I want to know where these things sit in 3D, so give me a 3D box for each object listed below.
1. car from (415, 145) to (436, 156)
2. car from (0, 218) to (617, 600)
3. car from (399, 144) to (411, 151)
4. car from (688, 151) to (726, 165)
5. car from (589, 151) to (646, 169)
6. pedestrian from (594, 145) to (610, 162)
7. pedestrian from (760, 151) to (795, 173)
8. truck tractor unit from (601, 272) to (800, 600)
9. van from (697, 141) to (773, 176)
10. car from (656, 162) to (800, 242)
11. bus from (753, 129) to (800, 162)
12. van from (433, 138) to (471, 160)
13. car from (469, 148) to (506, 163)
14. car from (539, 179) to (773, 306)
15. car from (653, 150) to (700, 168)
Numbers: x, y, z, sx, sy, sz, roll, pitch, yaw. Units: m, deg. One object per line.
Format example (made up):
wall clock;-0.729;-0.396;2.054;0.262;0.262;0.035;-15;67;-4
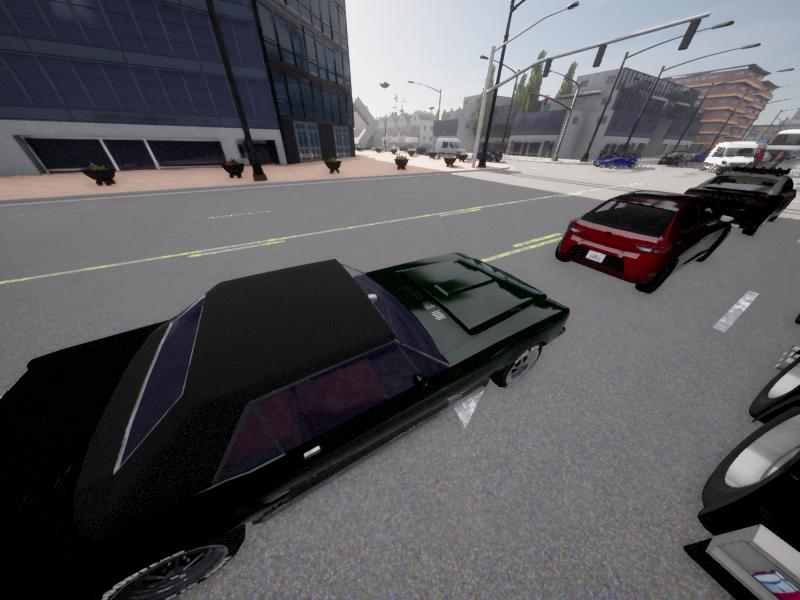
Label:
car;4.438;-26.086;40.338;1.845;1.501;3.633;-17;39;-25
car;-0.486;0.414;2.264;4.718;1.301;1.895;-18;39;-24
car;1.322;-39.627;60.107;2.033;1.411;5.357;8;35;10
car;44.008;-20.418;33.119;5.008;1.535;1.882;-17;38;-24
car;23.391;-15.103;24.952;4.193;1.474;1.816;-4;35;-7
pedestrian;26.799;-19.413;30.677;0.751;1.860;0.751;-27;43;-35
pedestrian;37.521;-13.762;23.004;0.751;1.860;0.751;17;38;22
truck tractor unit;5.122;-0.289;0.764;6.516;4.208;3.053;-18;39;-24
van;31.796;-13.761;22.297;1.988;2.561;5.915;22;40;29
car;11.381;-3.492;7.707;5.238;1.638;1.930;-18;39;-24
bus;66.566;-26.514;39.337;10.273;4.253;3.944;-19;39;-23
van;7.760;-23.165;35.290;1.988;2.561;5.915;-17;38;-24
car;11.381;-18.977;30.232;1.816;1.474;4.193;-17;38;-24
car;5.384;-1.535;4.957;4.193;1.474;1.816;-18;39;-24
car;33.882;-17.316;28.304;5.238;1.638;1.930;-17;39;-24
